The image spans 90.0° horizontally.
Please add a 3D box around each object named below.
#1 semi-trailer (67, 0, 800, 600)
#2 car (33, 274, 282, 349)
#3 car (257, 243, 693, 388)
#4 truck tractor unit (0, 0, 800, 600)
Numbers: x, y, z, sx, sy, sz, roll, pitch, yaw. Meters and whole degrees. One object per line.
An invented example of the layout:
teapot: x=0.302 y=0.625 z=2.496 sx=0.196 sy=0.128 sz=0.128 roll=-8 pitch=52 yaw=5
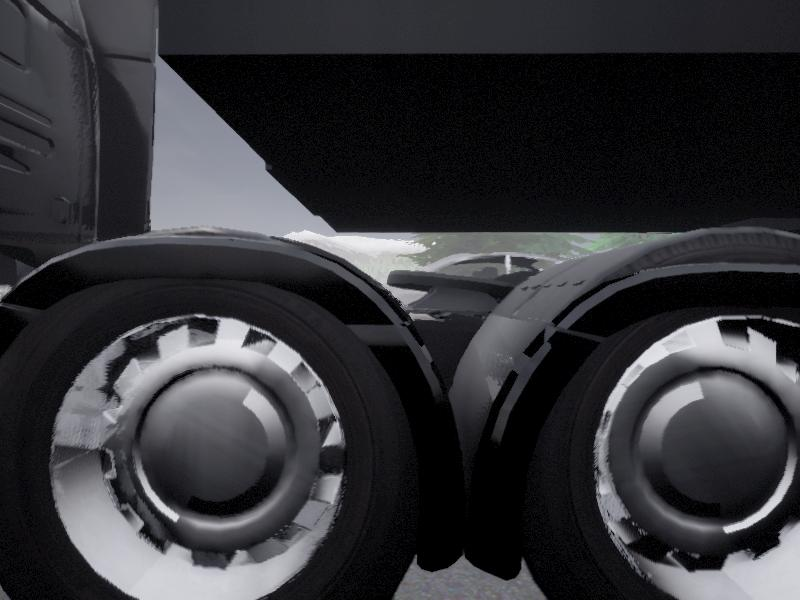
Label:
semi-trailer: x=6.440 y=-1.227 z=2.113 sx=14.254 sy=4.402 sz=2.717 roll=0 pitch=0 yaw=1
car: x=-5.277 y=0.237 z=9.215 sx=4.514 sy=1.525 sz=2.007 roll=0 pitch=0 yaw=0
car: x=0.871 y=0.178 z=5.698 sx=5.027 sy=1.651 sz=2.152 roll=0 pitch=0 yaw=0
truck tractor unit: x=-1.473 y=-1.120 z=2.195 sx=6.516 sy=4.208 sz=3.053 roll=0 pitch=0 yaw=0
